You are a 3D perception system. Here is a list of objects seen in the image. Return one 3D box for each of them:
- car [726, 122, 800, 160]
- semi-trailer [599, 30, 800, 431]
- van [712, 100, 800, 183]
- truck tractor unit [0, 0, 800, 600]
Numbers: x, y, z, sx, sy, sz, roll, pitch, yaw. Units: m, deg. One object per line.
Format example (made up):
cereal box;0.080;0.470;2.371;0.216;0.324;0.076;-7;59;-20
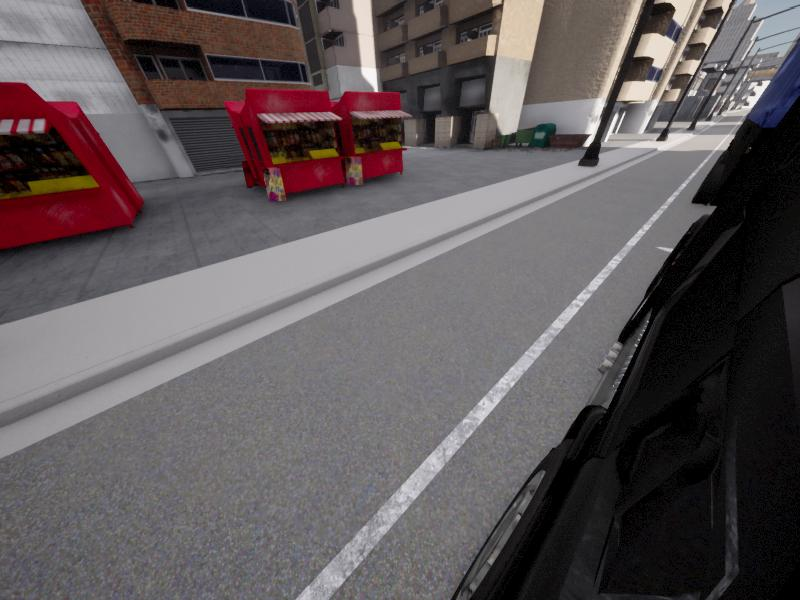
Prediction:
car;22.055;-9.673;13.940;4.902;1.511;2.128;-28;44;-30
semi-trailer;8.635;-3.647;4.289;14.254;4.402;2.717;-29;44;-30
van;16.398;-6.999;9.959;6.366;2.431;2.351;-28;44;-30
truck tractor unit;2.645;-0.295;0.351;6.516;4.208;3.053;-28;44;-30
